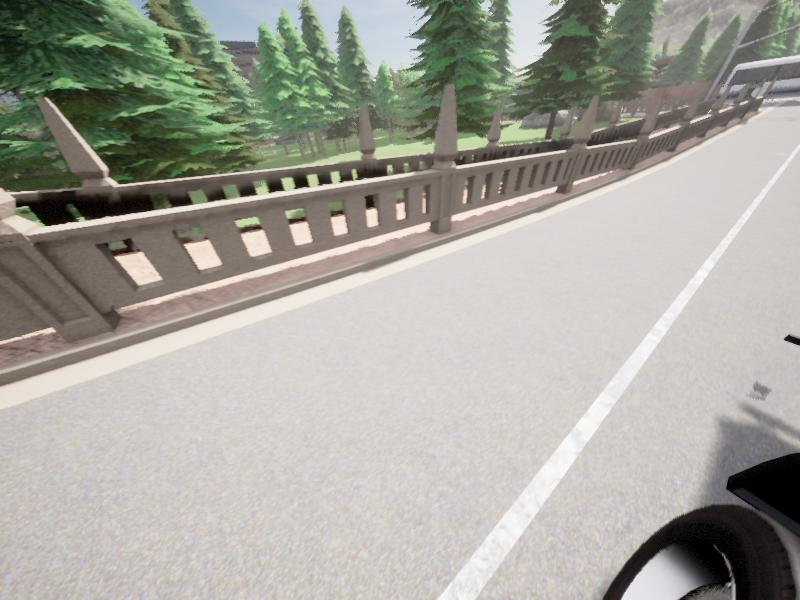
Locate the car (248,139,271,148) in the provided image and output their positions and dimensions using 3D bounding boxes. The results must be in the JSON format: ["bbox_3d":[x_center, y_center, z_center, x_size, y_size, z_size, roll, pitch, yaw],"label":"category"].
[{"bbox_3d":[-41.253,-45.883,67.720,5.366,1.575,1.801,-27,43,-23],"label":"car"}]

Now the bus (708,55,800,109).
[{"bbox_3d":[46.059,-26.047,27.363,3.944,4.253,10.273,-31,44,-26],"label":"bus"}]
